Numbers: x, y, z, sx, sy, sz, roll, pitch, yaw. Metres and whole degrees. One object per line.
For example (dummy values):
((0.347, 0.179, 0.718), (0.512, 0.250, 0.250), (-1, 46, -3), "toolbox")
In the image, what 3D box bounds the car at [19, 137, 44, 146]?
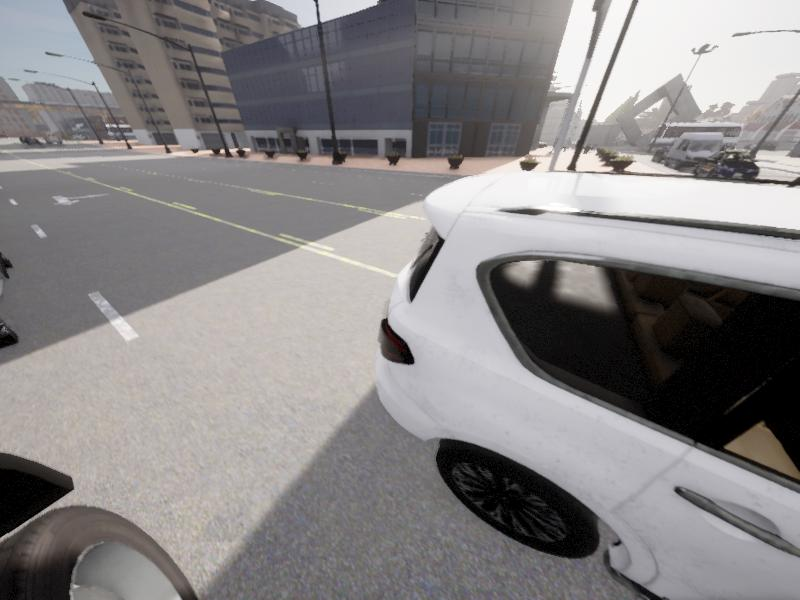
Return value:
((-83.087, -35.878, 52.138), (4.902, 1.511, 2.128), (21, 40, 25), "car")

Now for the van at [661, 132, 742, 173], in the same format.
((24.913, -12.588, 19.532), (1.988, 2.561, 5.915), (21, 40, 26), "van")

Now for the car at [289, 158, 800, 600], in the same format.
((2.470, 0.689, 1.158), (5.566, 2.045, 2.150), (19, 40, 25), "car")

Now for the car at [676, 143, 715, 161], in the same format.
((37.016, -18.758, 29.102), (1.930, 1.638, 5.238), (25, 42, 30), "car")

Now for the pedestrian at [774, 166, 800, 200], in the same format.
((17.473, -5.320, 9.801), (0.751, 1.860, 0.751), (28, 44, 33), "pedestrian")

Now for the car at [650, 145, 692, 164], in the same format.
((28.489, -15.442, 24.445), (1.845, 1.501, 3.633), (20, 40, 26), "car")

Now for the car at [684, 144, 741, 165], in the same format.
((32.826, -15.507, 24.493), (1.930, 1.638, 5.238), (21, 40, 26), "car")

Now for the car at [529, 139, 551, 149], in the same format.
((33.019, -36.938, 54.629), (2.242, 1.667, 4.611), (-1, 36, -2), "car")

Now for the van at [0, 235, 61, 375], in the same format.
((-7.696, -0.754, 2.885), (6.366, 2.431, 2.351), (20, 40, 26), "van")

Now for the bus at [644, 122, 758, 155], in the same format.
((49.610, -27.241, 38.898), (10.273, 4.253, 3.944), (16, 40, 21), "bus")

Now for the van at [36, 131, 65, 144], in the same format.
((-84.773, -39.383, 56.062), (6.366, 2.431, 2.351), (21, 40, 25), "van")

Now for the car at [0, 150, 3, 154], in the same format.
((-68.671, -25.295, 38.201), (4.611, 1.667, 2.242), (21, 41, 25), "car")

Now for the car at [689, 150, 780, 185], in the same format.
((20.839, -8.534, 14.716), (1.816, 1.474, 4.193), (21, 40, 26), "car")
